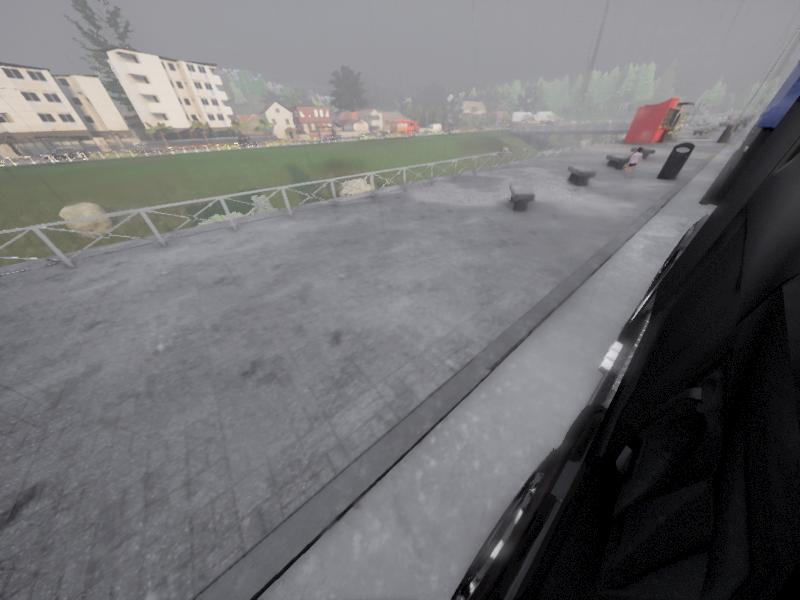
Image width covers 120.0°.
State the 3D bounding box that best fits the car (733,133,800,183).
[{"bbox_3d":[15.871,-5.926,9.455,4.181,1.385,1.994,-27,44,-30],"label":"car"}]

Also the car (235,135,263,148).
[{"bbox_3d":[-29.132,-30.611,44.619,3.866,1.878,1.905,-28,43,-29],"label":"car"}]

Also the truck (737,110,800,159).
[{"bbox_3d":[23.489,-10.191,14.059,6.274,2.098,2.390,-27,43,-29],"label":"truck"}]

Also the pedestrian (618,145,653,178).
[{"bbox_3d":[9.704,-5.740,9.572,0.500,1.100,0.500,13,39,19],"label":"pedestrian"}]

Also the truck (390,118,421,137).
[{"bbox_3d":[1.571,-47.397,63.525,8.468,3.827,2.891,-28,43,-29],"label":"truck"}]

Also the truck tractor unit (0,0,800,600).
[{"bbox_3d":[2.645,-0.295,0.351,6.516,4.208,3.053,-28,44,-30],"label":"truck tractor unit"}]

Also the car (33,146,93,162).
[{"bbox_3d":[-50.787,-22.179,35.015,4.892,1.490,1.837,-27,43,-29],"label":"car"}]

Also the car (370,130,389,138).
[{"bbox_3d":[-5.673,-45.778,63.746,4.892,1.490,1.837,-28,43,-29],"label":"car"}]

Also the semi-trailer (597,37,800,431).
[{"bbox_3d":[8.729,-3.581,4.202,14.254,4.402,2.717,-28,44,-29],"label":"semi-trailer"}]

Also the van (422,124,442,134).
[{"bbox_3d":[10.264,-54.464,73.584,6.366,2.431,2.351,-28,43,-29],"label":"van"}]

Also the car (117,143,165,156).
[{"bbox_3d":[-44.009,-25.761,39.465,5.357,1.411,2.033,-27,43,-29],"label":"car"}]

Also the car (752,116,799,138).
[{"bbox_3d":[37.538,-17.347,23.181,5.366,1.575,1.801,-28,44,-29],"label":"car"}]

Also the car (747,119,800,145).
[{"bbox_3d":[30.775,-13.753,18.858,4.902,1.511,2.128,-27,43,-29],"label":"car"}]
